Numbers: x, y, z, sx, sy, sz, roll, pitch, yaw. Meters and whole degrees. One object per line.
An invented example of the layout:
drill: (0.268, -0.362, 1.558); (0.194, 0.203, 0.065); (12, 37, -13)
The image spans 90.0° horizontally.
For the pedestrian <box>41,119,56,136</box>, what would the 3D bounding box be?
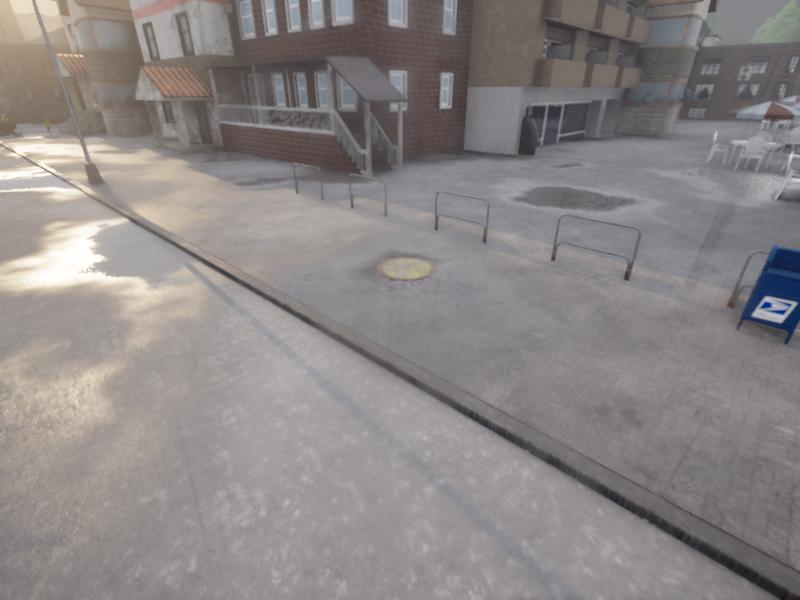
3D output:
pedestrian: (-25.516, -12.538, 29.030); (0.500, 1.100, 0.500); (-23, 35, -37)
